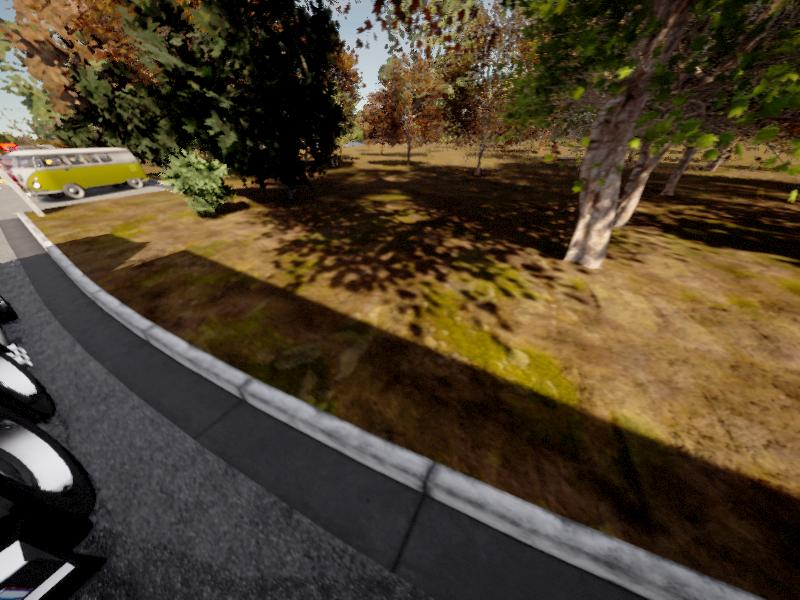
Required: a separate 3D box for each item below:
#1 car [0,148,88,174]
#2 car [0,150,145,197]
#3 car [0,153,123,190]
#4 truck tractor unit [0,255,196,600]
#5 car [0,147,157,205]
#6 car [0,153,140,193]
[{"bbox_3d":[-35.434,-13.878,22.913,2.185,1.767,4.553,9,37,14],"label":"car"},{"bbox_3d":[-18.392,-7.287,13.090,2.185,1.767,4.553,7,36,12],"label":"car"},{"bbox_3d":[-23.345,-8.930,15.777,1.946,1.575,5.366,8,37,12],"label":"car"},{"bbox_3d":[-5.116,-0.290,0.803,6.516,4.208,3.053,18,40,25],"label":"truck tractor unit"},{"bbox_3d":[-15.933,-6.420,11.616,1.878,1.987,4.442,7,36,11],"label":"car"},{"bbox_3d":[-20.803,-8.222,14.696,1.946,1.575,5.366,7,36,12],"label":"car"}]
